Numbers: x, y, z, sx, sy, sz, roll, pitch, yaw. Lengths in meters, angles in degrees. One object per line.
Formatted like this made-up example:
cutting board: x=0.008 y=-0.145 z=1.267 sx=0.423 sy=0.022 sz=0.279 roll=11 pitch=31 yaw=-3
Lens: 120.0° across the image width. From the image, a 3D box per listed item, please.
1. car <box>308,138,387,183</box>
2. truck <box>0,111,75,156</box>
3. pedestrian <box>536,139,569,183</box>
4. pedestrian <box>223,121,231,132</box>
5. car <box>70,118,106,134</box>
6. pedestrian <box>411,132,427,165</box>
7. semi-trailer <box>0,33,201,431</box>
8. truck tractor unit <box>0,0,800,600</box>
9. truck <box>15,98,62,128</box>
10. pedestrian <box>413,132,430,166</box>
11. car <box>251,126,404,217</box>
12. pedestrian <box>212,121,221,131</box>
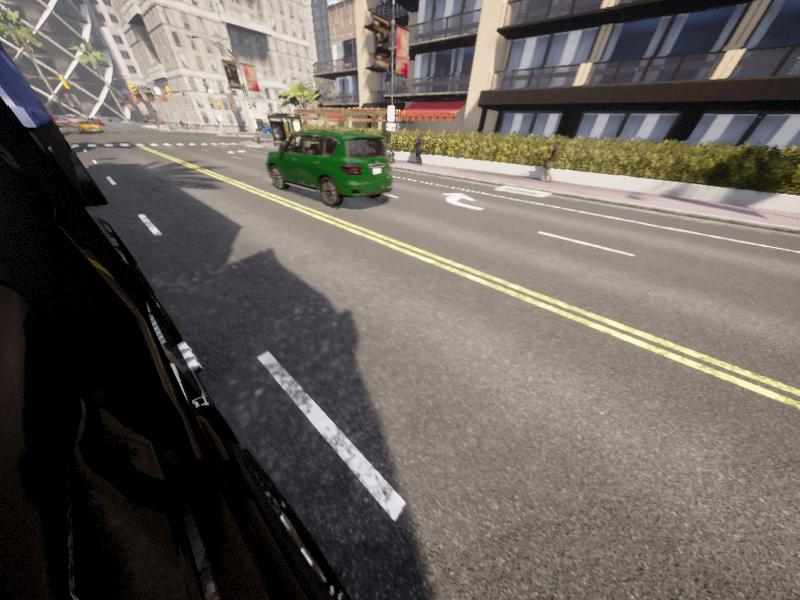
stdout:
car: x=-2.780 y=-7.529 z=12.272 sx=3.988 sy=1.617 sz=1.851 roll=28 pitch=44 yaw=30
truck: x=-24.544 y=-11.221 z=15.469 sx=6.274 sy=2.098 sz=2.390 roll=29 pitch=44 yaw=31
pedestrian: x=7.851 y=-7.150 z=11.917 sx=0.751 sy=1.860 sz=0.751 roll=23 pitch=41 yaw=25
pedestrian: x=-39.005 y=-39.200 z=52.120 sx=0.751 sy=1.860 sz=0.751 roll=29 pitch=44 yaw=30
car: x=-44.053 y=-24.512 z=32.572 sx=5.366 sy=1.575 sz=1.801 roll=24 pitch=41 yaw=26
pedestrian: x=1.305 y=-10.632 z=16.194 sx=0.751 sy=1.860 sz=0.751 roll=17 pitch=39 yaw=19
semi-trailer: x=-8.655 y=-3.622 z=4.288 sx=14.254 sy=4.402 sz=2.717 roll=29 pitch=44 yaw=30
truck tractor unit: x=-2.645 y=-0.295 z=0.351 sx=6.516 sy=4.208 sz=3.053 roll=28 pitch=44 yaw=30
truck: x=-65.350 y=-33.921 z=42.022 sx=8.468 sy=3.827 sz=2.891 roll=29 pitch=44 yaw=31
pedestrian: x=1.457 y=-10.273 z=15.721 sx=0.751 sy=1.860 sz=0.751 roll=21 pitch=40 yaw=23
car: x=-2.728 y=-4.937 z=8.420 sx=5.566 sy=2.045 sz=2.150 roll=28 pitch=44 yaw=30
pedestrian: x=-39.778 y=-37.694 z=50.046 sx=0.751 sy=1.860 sz=0.751 roll=29 pitch=44 yaw=30
